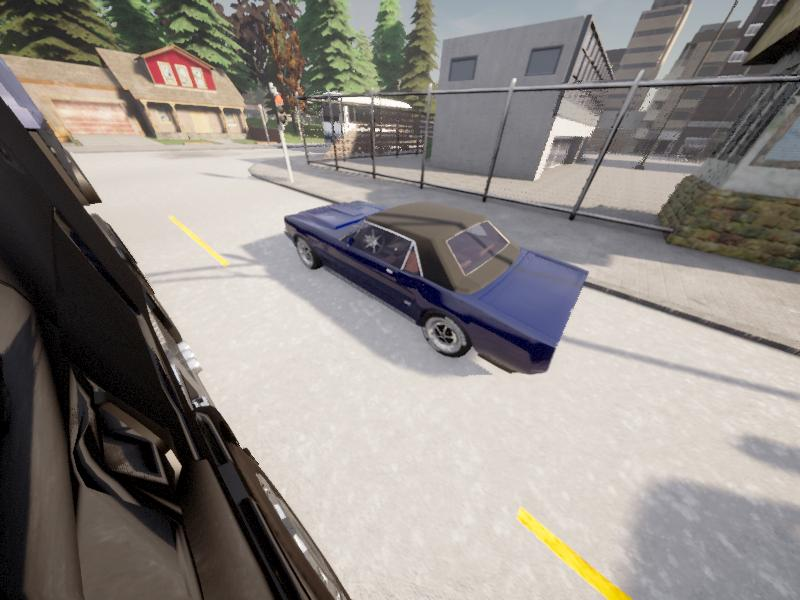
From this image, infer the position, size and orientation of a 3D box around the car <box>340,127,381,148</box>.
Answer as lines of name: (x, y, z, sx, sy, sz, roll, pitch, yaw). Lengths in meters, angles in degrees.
car: (-4.551, -19.078, 27.188, 1.932, 1.855, 4.605, 27, 42, 28)

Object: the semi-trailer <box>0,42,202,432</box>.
semi-trailer: (-8.701, -3.616, 4.206, 14.254, 4.402, 2.717, 28, 44, 30)

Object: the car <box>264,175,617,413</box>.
car: (0.076, -0.811, 3.669, 4.718, 1.301, 1.895, 29, 44, 31)

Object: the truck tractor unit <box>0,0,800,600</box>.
truck tractor unit: (-2.645, -0.295, 0.351, 6.516, 4.208, 3.053, 28, 44, 30)

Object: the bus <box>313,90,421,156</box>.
bus: (-2.662, -17.431, 23.145, 3.944, 4.253, 10.273, 28, 44, 29)
